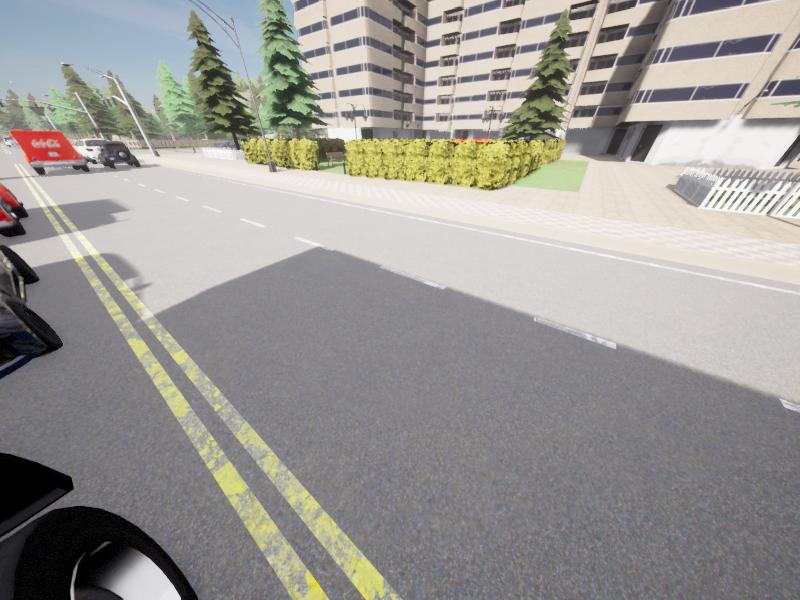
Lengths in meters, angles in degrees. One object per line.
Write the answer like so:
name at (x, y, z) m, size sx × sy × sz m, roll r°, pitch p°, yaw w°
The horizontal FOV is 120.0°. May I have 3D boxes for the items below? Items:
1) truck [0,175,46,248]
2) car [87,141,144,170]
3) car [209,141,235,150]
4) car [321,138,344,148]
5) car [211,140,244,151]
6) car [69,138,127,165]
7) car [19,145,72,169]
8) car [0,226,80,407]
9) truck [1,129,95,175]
truck at (-12.224, -2.839, 5.719) m, size 5.204 × 2.467 × 2.627 m, roll 22°, pitch 41°, yaw 28°
car at (-24.381, -12.475, 19.816) m, size 3.866 × 1.878 × 1.905 m, roll 22°, pitch 41°, yaw 28°
car at (-37.097, -32.416, 48.319) m, size 1.845 × 1.501 × 3.633 m, roll 22°, pitch 41°, yaw 28°
car at (-17.709, -41.430, 60.843) m, size 2.150 × 2.045 × 5.566 m, roll 22°, pitch 41°, yaw 28°
car at (-34.494, -31.020, 46.384) m, size 2.242 × 1.667 × 4.611 m, roll 22°, pitch 41°, yaw 28°
car at (-30.178, -14.895, 23.078) m, size 5.566 × 2.045 × 2.150 m, roll 22°, pitch 41°, yaw 28°
car at (-30.964, -12.545, 20.183) m, size 3.633 × 1.501 × 1.845 m, roll 22°, pitch 41°, yaw 28°
car at (-6.278, -0.078, 2.545) m, size 4.611 × 1.667 × 2.242 m, roll 22°, pitch 40°, yaw 28°
truck at (-25.647, -10.787, 16.869) m, size 5.204 × 2.467 × 2.627 m, roll 21°, pitch 40°, yaw 29°
